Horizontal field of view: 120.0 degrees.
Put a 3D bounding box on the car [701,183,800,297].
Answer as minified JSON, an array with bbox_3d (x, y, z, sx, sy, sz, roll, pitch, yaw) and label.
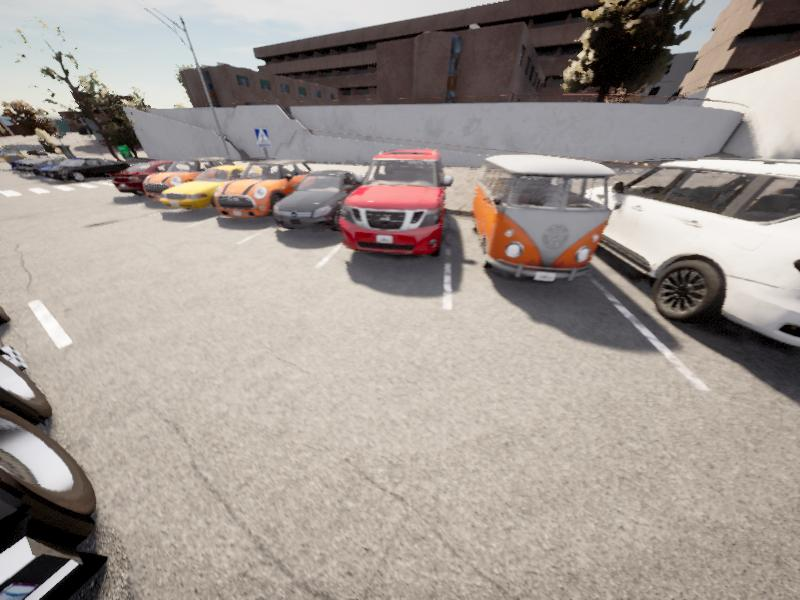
[{"bbox_3d":[7.914,-0.276,3.000,2.097,1.535,5.008,6,35,8],"label":"car"}]

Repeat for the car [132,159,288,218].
[{"bbox_3d":[-7.579,-5.179,10.239,1.946,1.575,5.366,6,34,8],"label":"car"}]

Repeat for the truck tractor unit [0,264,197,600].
[{"bbox_3d":[-5.117,-0.293,0.789,6.516,4.208,3.053,18,39,24],"label":"truck tractor unit"}]

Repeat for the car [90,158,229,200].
[{"bbox_3d":[-12.711,-6.904,12.882,2.097,1.535,5.008,5,34,9],"label":"car"}]

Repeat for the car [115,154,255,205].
[{"bbox_3d":[-10.123,-6.217,11.595,2.185,1.767,4.553,5,34,8],"label":"car"}]

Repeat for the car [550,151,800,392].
[{"bbox_3d":[5.334,-1.344,4.102,2.435,2.045,5.566,6,35,8],"label":"car"}]

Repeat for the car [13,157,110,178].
[{"bbox_3d":[-33.249,-13.236,22.986,2.231,1.521,4.892,5,34,10],"label":"car"}]

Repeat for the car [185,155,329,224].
[{"bbox_3d":[-4.971,-4.577,9.108,2.185,1.767,4.553,6,34,8],"label":"car"}]

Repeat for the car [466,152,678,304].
[{"bbox_3d":[2.737,-2.084,5.228,1.878,1.987,4.442,6,35,8],"label":"car"}]

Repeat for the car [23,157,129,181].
[{"bbox_3d":[-28.144,-11.675,20.442,2.097,1.535,5.008,5,34,9],"label":"car"}]

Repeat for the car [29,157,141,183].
[{"bbox_3d":[-25.581,-10.894,19.177,2.097,1.535,5.008,5,34,9],"label":"car"}]

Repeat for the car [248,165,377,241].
[{"bbox_3d":[-2.399,-3.599,7.940,2.002,1.452,4.674,6,34,8],"label":"car"}]

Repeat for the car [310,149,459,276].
[{"bbox_3d":[0.178,-2.990,6.515,2.435,2.045,5.566,6,35,8],"label":"car"}]
